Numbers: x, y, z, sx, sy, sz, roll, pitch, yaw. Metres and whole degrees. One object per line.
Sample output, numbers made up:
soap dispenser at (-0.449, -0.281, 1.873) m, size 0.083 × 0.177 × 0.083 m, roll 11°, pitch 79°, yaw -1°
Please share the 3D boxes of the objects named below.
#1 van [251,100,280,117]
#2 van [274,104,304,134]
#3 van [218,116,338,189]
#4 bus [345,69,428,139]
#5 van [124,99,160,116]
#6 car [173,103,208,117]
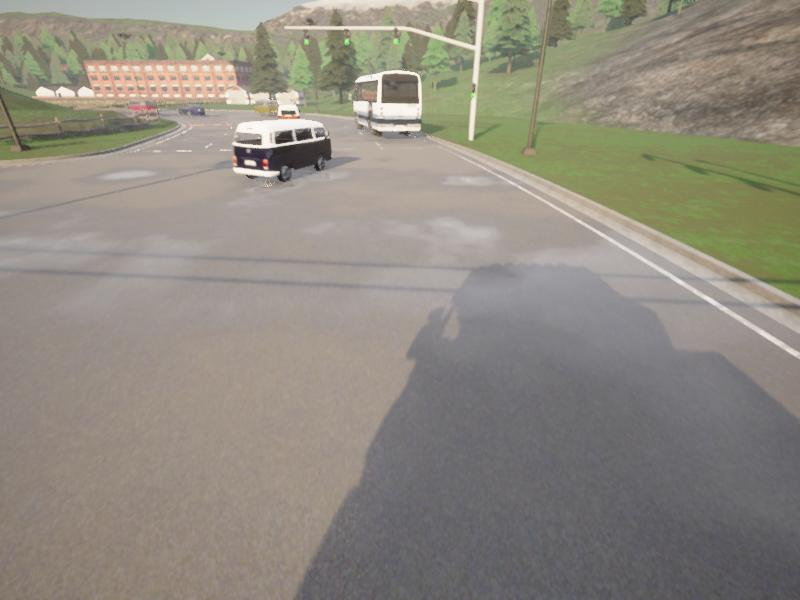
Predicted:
van at (-18.472, -26.361, 54.946) m, size 1.775 × 1.987 × 4.442 m, roll -23°, pitch 35°, yaw -38°
van at (-9.441, -15.451, 33.960) m, size 2.069 × 2.038 × 4.480 m, roll -6°, pitch 28°, yaw -13°
van at (-4.500, -5.987, 15.784) m, size 2.069 × 2.038 × 4.480 m, roll 12°, pitch 30°, yaw 18°
bus at (-1.486, -15.723, 32.113) m, size 3.944 × 4.253 × 10.273 m, roll -7°, pitch 28°, yaw -15°
van at (-35.648, -26.606, 55.332) m, size 4.442 × 1.987 × 1.775 m, roll 14°, pitch 31°, yaw 25°
car at (-28.908, -26.226, 55.182) m, size 4.792 × 1.488 × 2.163 m, roll 19°, pitch 33°, yaw 32°
